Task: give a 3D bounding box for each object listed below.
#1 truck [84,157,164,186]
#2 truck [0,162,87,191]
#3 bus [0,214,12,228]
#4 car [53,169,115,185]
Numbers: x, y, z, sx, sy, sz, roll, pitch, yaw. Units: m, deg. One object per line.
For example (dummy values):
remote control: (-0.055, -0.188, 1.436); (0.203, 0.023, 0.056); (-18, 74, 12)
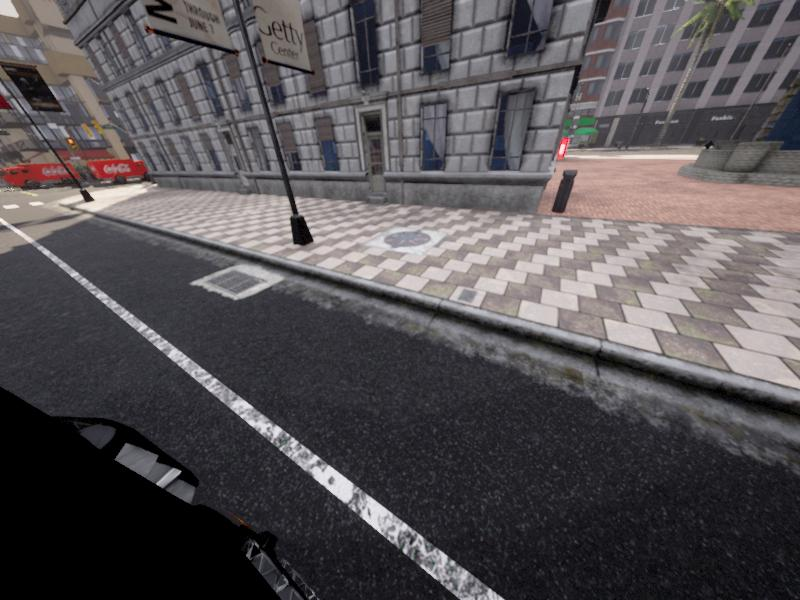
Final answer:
truck: (-33.040, -15.577, 27.914); (2.627, 2.467, 5.204); (16, 38, 26)
truck: (-41.945, -14.495, 27.001); (2.627, 2.467, 5.204); (7, 34, 16)
bus: (-23.926, -5.634, 10.571); (10.273, 4.253, 3.944); (17, 39, 25)
car: (-43.719, -17.182, 32.114); (1.812, 1.442, 4.674); (16, 38, 26)
